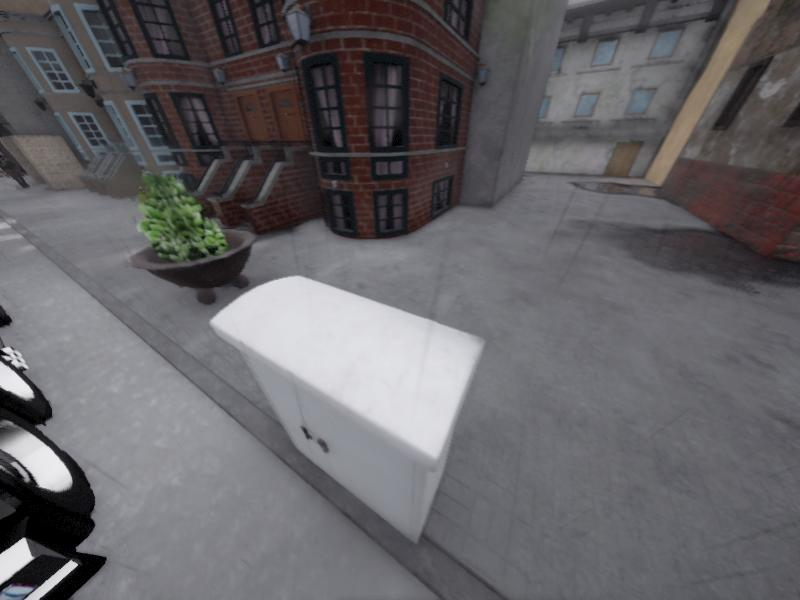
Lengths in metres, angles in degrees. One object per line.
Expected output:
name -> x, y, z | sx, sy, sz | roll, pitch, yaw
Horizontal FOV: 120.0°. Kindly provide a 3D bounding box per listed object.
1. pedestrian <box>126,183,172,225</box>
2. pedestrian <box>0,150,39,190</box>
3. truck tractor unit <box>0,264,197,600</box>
pedestrian -> -7.908, -3.028, 7.307 | 0.500, 1.100, 0.500 | 25, 42, 32
pedestrian -> -21.489, -7.176, 12.791 | 0.751, 1.860, 0.751 | 28, 44, 34
truck tractor unit -> -5.119, -0.287, 0.796 | 6.516, 4.208, 3.053 | 18, 39, 25
